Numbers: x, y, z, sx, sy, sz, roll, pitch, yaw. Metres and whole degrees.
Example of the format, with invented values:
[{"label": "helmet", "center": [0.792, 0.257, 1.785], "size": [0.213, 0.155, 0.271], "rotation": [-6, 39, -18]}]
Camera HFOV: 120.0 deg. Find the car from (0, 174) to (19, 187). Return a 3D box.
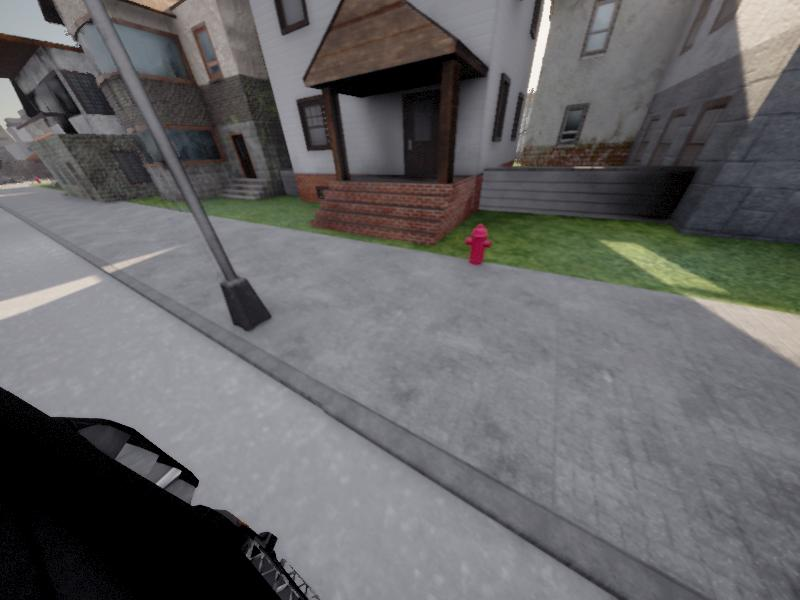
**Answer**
[{"label": "car", "center": [-61.760, -18.074, 35.081], "size": [1.845, 1.501, 3.633], "rotation": [26, 43, 36]}]
